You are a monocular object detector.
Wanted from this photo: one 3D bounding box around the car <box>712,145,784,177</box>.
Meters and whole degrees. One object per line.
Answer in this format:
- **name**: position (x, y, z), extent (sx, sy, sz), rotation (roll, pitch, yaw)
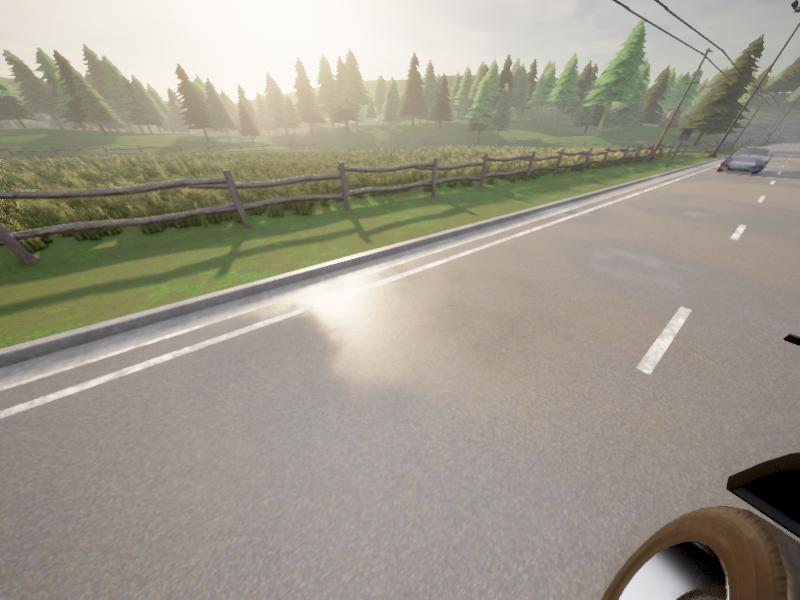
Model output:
- **car**: position (25.000, -10.081, 16.599), extent (4.856, 1.649, 2.033), rotation (-22, 41, -28)
